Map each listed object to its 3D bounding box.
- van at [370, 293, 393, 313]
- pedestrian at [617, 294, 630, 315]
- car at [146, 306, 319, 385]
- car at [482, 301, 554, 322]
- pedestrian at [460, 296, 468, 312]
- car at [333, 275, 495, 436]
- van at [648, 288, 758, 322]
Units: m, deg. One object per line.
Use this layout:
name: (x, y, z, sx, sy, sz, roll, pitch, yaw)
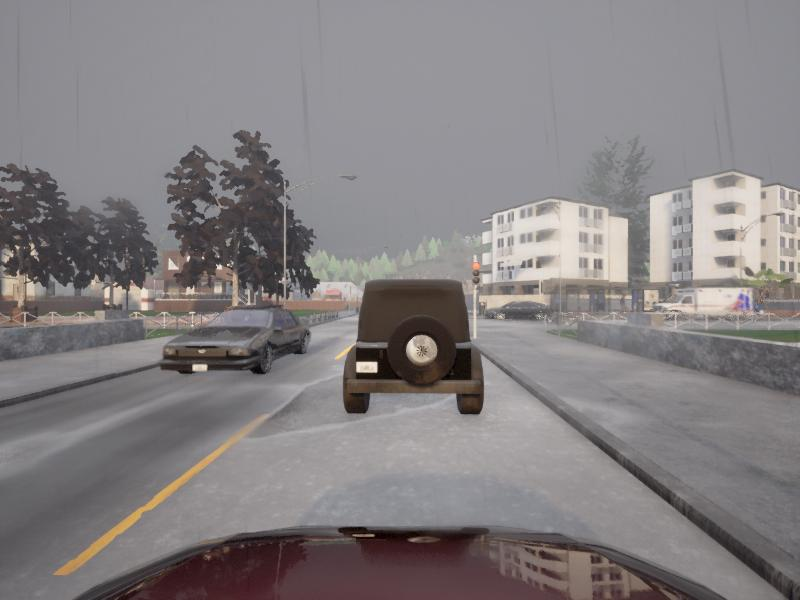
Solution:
van: (-2.300, 0.379, 51.361, 2.351, 2.431, 6.366, 0, 0, 2)
pedestrian: (20.063, 0.417, 35.927, 0.751, 1.860, 0.751, 0, 0, 1)
car: (-3.694, 0.895, 10.208, 2.033, 1.411, 5.357, 0, 0, 2)
car: (8.862, 0.844, 30.280, 4.892, 1.490, 1.837, 0, 0, 1)
pedestrian: (7.442, 0.426, 46.379, 0.751, 1.860, 0.751, 0, 0, -1)
car: (0.220, 0.646, 6.640, 1.905, 1.878, 3.866, 0, 0, 2)
van: (22.444, 0.378, 29.859, 6.366, 2.431, 2.351, 0, 0, 2)
